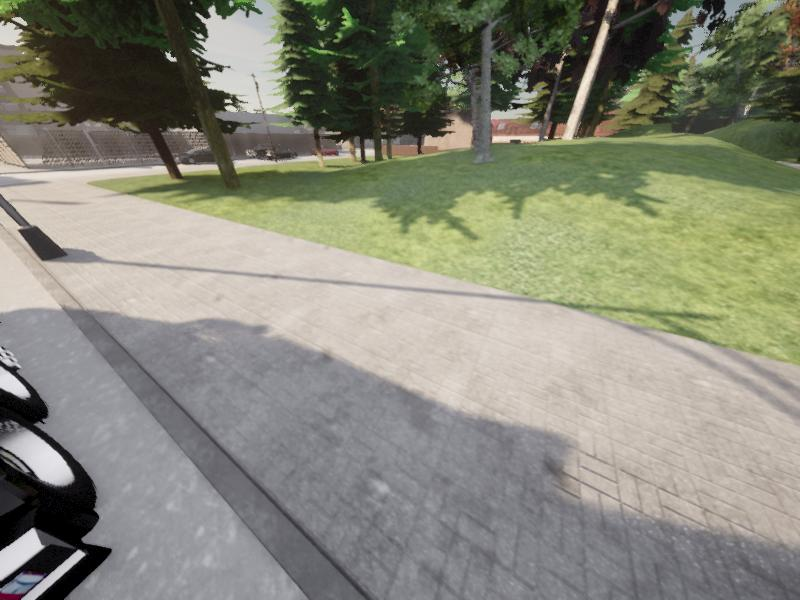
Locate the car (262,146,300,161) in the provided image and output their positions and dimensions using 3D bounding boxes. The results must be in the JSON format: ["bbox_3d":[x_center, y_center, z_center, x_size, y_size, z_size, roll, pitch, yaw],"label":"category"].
[{"bbox_3d":[-16.148,-20.071,31.549,1.851,1.617,3.988,18,39,25],"label":"car"}]

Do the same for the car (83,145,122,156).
[{"bbox_3d":[-53.720,-27.049,41.818,1.789,1.547,3.705,18,39,25],"label":"car"}]

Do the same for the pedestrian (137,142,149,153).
[{"bbox_3d":[-55.643,-32.977,49.973,0.751,1.860,0.751,14,37,19],"label":"pedestrian"}]

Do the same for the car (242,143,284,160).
[{"bbox_3d":[-19.558,-21.362,33.197,1.932,1.855,4.605,18,39,24],"label":"car"}]

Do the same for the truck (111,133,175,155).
[{"bbox_3d":[-58.002,-35.545,52.565,2.891,3.827,8.468,18,39,25],"label":"truck"}]

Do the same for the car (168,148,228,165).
[{"bbox_3d":[-23.775,-17.134,27.496,1.837,1.490,4.892,18,39,24],"label":"car"}]

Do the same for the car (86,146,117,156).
[{"bbox_3d":[-53.972,-26.923,41.765,5.357,1.415,2.033,18,39,25],"label":"car"}]

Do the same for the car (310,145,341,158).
[{"bbox_3d":[-11.961,-23.991,37.211,2.007,1.525,4.514,17,39,23],"label":"car"}]

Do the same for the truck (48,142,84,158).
[{"bbox_3d":[-56.113,-25.263,38.854,4.478,2.038,2.069,18,39,25],"label":"truck"}]

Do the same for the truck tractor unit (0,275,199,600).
[{"bbox_3d":[-5.129,-0.283,0.748,6.516,4.208,3.053,18,39,23],"label":"truck tractor unit"}]
